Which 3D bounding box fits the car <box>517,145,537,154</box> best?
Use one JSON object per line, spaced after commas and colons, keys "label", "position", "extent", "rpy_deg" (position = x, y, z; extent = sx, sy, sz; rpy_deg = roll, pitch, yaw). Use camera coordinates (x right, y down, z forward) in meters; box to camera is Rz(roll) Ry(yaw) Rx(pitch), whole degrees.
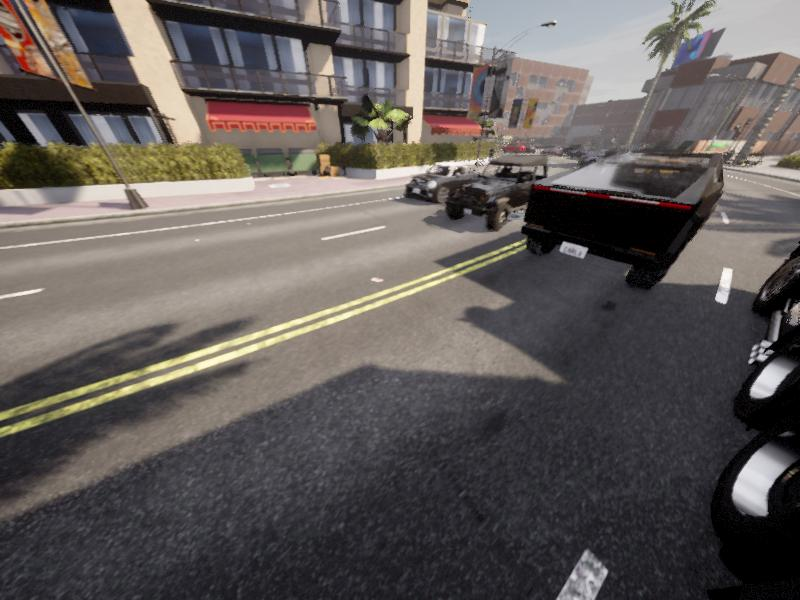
{"label": "car", "position": [29.225, -34.726, 53.174], "extent": [1.789, 1.549, 3.705], "rpy_deg": [-11, 36, -16]}

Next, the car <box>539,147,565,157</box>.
{"label": "car", "position": [28.404, -27.832, 43.328], "extent": [1.994, 1.385, 4.181], "rpy_deg": [-3, 34, -4]}

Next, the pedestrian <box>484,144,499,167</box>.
{"label": "pedestrian", "position": [9.069, -14.331, 22.930], "extent": [0.751, 1.860, 0.751], "rpy_deg": [21, 40, 27]}

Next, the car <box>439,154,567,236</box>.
{"label": "car", "position": [3.449, -3.744, 7.830], "extent": [3.866, 1.878, 1.905], "rpy_deg": [-25, 42, -31]}

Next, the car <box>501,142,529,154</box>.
{"label": "car", "position": [25.864, -34.512, 52.422], "extent": [2.150, 2.045, 5.566], "rpy_deg": [-12, 36, -16]}

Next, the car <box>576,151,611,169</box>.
{"label": "car", "position": [20.884, -15.297, 25.112], "extent": [1.994, 1.385, 4.181], "rpy_deg": [16, 38, 22]}

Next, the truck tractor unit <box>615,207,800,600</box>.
{"label": "truck tractor unit", "position": [5.006, -0.393, 0.921], "extent": [6.516, 4.208, 3.053], "rpy_deg": [-22, 40, -28]}

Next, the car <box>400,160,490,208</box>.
{"label": "car", "position": [2.105, -5.540, 10.798], "extent": [3.806, 1.475, 1.970], "rpy_deg": [-26, 42, -32]}

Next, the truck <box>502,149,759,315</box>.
{"label": "truck", "position": [5.566, -2.241, 5.472], "extent": [6.274, 2.098, 2.390], "rpy_deg": [-23, 41, -30]}

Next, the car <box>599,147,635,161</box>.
{"label": "car", "position": [31.485, -21.338, 33.703], "extent": [1.851, 1.617, 3.988], "rpy_deg": [6, 35, 9]}

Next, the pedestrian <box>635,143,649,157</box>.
{"label": "pedestrian", "position": [40.930, -25.378, 39.062], "extent": [0.751, 1.860, 0.751], "rpy_deg": [4, 35, 6]}

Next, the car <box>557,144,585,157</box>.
{"label": "car", "position": [31.880, -28.100, 43.269], "extent": [1.905, 1.878, 3.866], "rpy_deg": [-3, 35, -4]}

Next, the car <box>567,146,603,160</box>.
{"label": "car", "position": [28.245, -22.565, 35.419], "extent": [2.242, 1.667, 4.611], "rpy_deg": [5, 35, 7]}

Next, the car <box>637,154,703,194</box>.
{"label": "car", "position": [16.037, -7.789, 14.014], "extent": [1.801, 1.575, 5.366], "rpy_deg": [26, 42, 32]}
